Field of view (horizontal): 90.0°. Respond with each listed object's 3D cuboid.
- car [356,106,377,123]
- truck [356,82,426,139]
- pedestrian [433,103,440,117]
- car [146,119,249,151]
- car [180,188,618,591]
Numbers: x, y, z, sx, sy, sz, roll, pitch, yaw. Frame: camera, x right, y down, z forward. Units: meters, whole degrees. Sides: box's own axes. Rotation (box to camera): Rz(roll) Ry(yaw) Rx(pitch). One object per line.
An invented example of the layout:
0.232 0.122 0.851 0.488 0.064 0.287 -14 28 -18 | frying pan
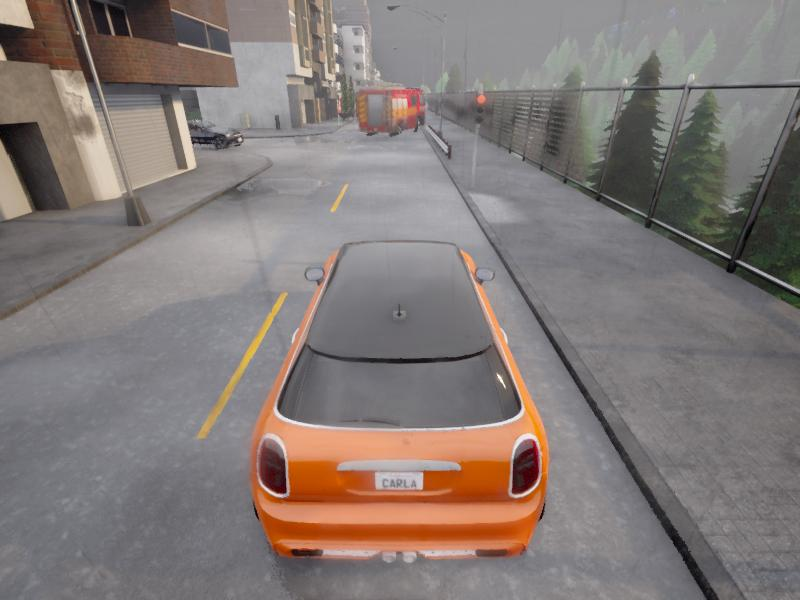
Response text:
-4.000 -22.522 48.470 2.097 1.767 4.553 0 27 0 | car
-0.494 -16.190 33.928 2.891 3.827 8.468 10 29 18 | truck
5.161 -26.911 56.655 0.751 1.860 0.751 0 27 0 | pedestrian
-12.436 -10.288 24.856 5.027 1.651 2.152 2 27 4 | car
-0.003 0.154 4.347 2.097 1.767 4.553 0 27 0 | car
